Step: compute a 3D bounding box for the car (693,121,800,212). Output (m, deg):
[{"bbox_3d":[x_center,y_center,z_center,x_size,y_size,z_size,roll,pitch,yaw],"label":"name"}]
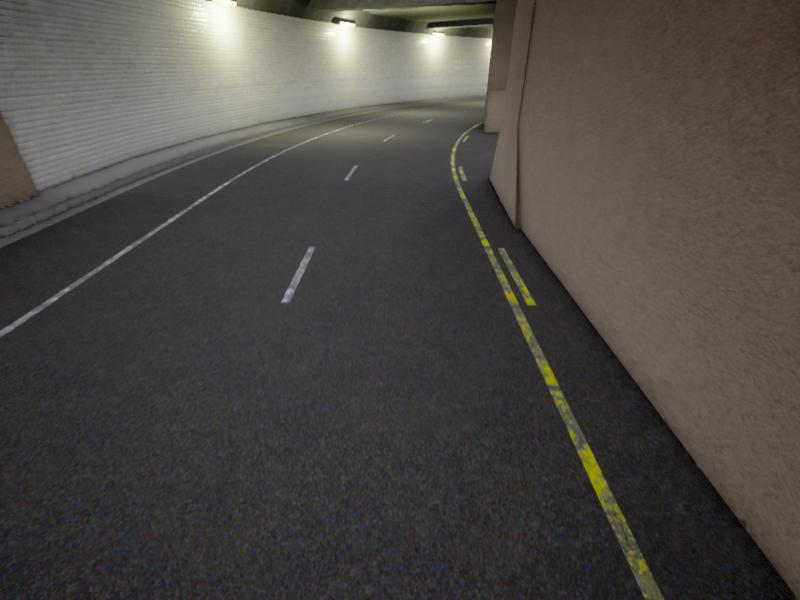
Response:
[{"bbox_3d":[10.726,-3.838,11.049,2.007,1.525,4.514,2,30,3],"label":"car"}]
